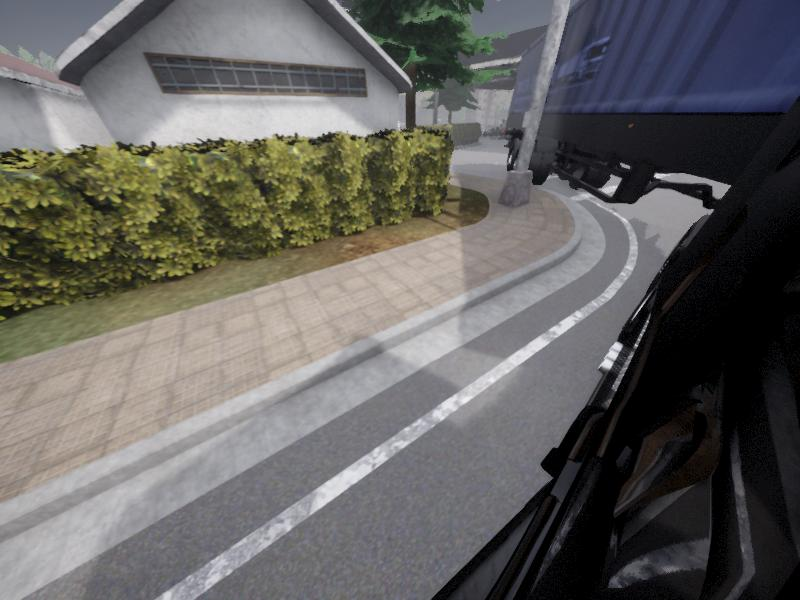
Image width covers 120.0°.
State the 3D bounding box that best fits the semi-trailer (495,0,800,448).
[{"bbox_3d":[5.286,-4.854,5.771,2.717,4.402,14.254,7,40,8],"label":"semi-trailer"}]

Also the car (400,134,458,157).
[{"bbox_3d":[2.344,-13.721,20.356,2.033,1.411,5.357,-22,42,-26],"label":"car"}]

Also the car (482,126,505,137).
[{"bbox_3d":[17.739,-32.026,43.928,3.806,1.475,1.970,-22,41,-24],"label":"car"}]

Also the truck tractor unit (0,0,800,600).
[{"bbox_3d":[2.645,-0.295,0.351,6.516,4.208,3.053,-28,44,-30],"label":"truck tractor unit"}]

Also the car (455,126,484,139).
[{"bbox_3d":[12.408,-29.895,41.278,4.856,1.649,2.033,-22,41,-24],"label":"car"}]
